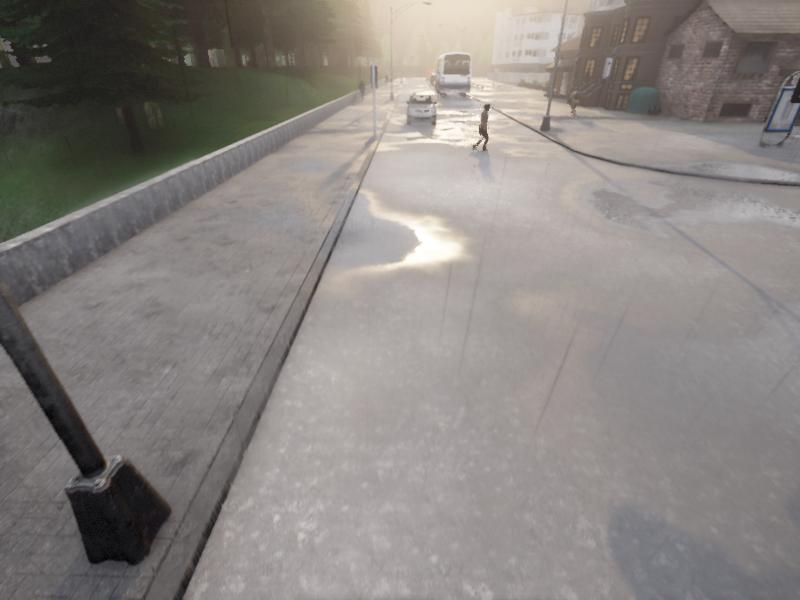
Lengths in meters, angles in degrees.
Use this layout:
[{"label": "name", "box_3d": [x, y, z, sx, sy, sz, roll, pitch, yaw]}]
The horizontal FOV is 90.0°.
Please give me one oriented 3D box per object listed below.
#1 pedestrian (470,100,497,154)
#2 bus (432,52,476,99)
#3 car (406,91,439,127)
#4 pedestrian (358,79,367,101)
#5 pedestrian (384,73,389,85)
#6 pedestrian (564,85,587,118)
[{"label": "pedestrian", "box_3d": [3.259, -6.794, 15.717, 0.751, 1.860, 0.751, 2, 30, 3]}, {"label": "bus", "box_3d": [5.972, -26.239, 46.637, 3.944, 4.253, 10.273, 1, 30, 1]}, {"label": "car", "box_3d": [1.293, -11.719, 24.435, 1.851, 1.617, 3.988, 1, 30, 1]}, {"label": "pedestrian", "box_3d": [-3.540, -19.866, 37.852, 0.751, 1.860, 0.751, 1, 30, 2]}, {"label": "pedestrian", "box_3d": [-2.327, -38.730, 70.092, 0.751, 1.860, 0.751, 1, 30, 2]}, {"label": "pedestrian", "box_3d": [11.255, -12.742, 25.683, 0.751, 1.860, 0.751, -1, 30, -2]}]
